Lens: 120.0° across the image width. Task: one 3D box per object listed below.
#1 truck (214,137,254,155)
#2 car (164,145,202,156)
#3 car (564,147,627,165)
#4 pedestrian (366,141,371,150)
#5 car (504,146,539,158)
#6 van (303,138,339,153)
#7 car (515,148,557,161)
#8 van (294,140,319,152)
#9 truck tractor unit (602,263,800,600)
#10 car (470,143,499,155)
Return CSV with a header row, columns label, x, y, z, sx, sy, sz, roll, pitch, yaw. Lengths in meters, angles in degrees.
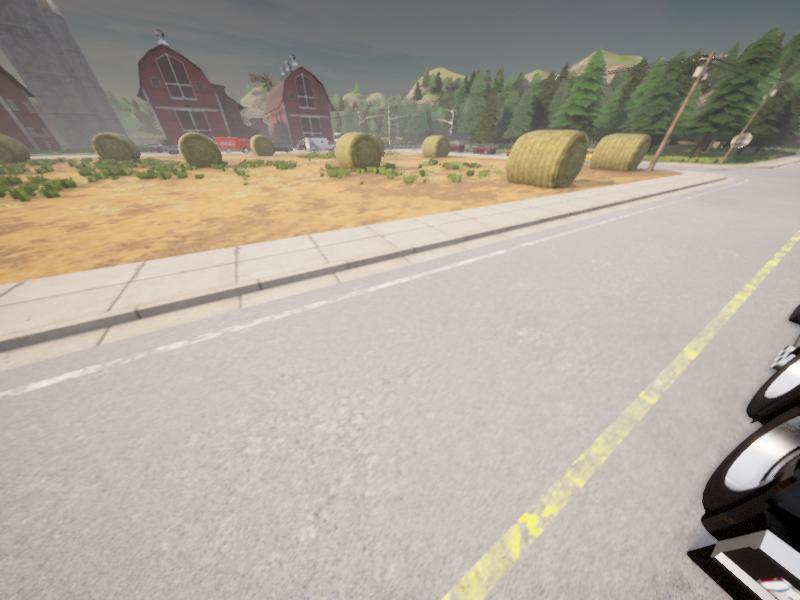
label,x,y,z,sx,sy,sz,roll,pitch,yaw
truck,-29.373,-27.424,41.030,5.204,2.467,2.627,-21,40,-27
car,-35.490,-24.657,37.946,4.181,1.385,1.994,-21,41,-27
car,23.198,-17.315,27.718,1.801,1.575,5.366,-20,40,-26
pedestrian,-7.575,-37.267,55.818,0.751,1.860,0.751,-26,43,-33
car,19.646,-24.145,37.548,2.007,1.525,4.514,-20,40,-27
van,-16.383,-32.339,48.221,6.366,2.431,2.351,-21,40,-27
car,19.175,-20.778,32.911,1.895,1.301,4.718,-20,40,-27
van,-20.048,-33.173,49.774,4.442,1.987,1.775,-21,40,-27
truck tractor unit,5.118,-0.290,0.797,6.516,4.208,3.053,-18,39,-24
car,15.526,-27.922,42.709,2.097,1.767,4.553,-20,40,-27
